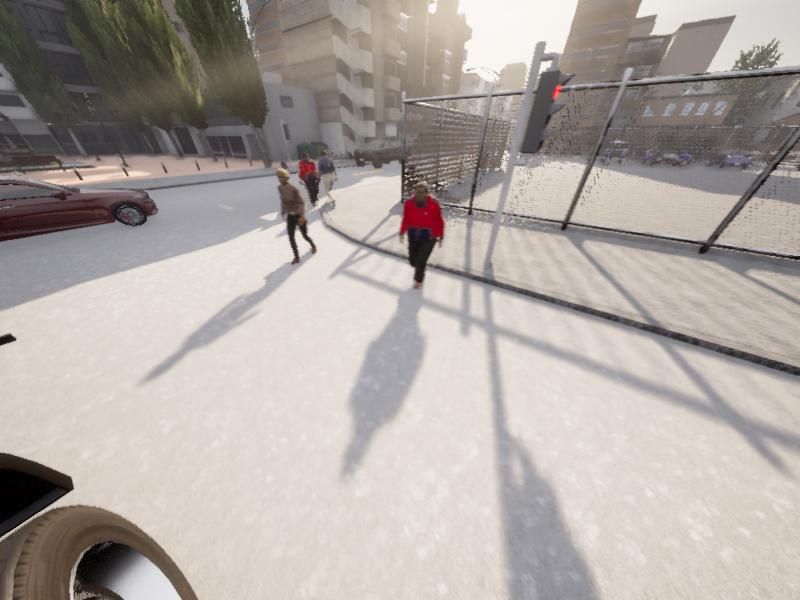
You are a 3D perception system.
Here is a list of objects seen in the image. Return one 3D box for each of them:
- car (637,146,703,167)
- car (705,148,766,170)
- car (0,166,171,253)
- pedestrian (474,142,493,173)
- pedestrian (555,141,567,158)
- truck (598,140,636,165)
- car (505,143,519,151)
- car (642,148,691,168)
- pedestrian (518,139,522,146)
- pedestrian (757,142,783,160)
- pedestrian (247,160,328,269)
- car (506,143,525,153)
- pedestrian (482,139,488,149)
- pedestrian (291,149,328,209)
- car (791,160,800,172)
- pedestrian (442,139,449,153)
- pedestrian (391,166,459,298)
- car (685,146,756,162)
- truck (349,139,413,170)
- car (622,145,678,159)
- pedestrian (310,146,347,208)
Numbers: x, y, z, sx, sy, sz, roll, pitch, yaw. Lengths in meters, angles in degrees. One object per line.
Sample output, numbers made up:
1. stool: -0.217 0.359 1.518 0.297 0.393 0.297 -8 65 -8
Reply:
1. car: 26.178 -14.059 22.609 3.705 1.547 1.789 22 40 27
2. car: 30.181 -12.864 20.966 1.845 1.501 3.633 22 40 27
3. car: -9.531 -2.372 5.939 1.812 1.442 4.674 22 40 27
4. pedestrian: 6.104 -10.473 16.965 0.751 1.860 0.751 24 41 29
5. pedestrian: 21.421 -20.077 30.736 0.751 1.860 0.751 15 38 20
6. truck: 22.900 -15.780 24.606 2.069 2.038 4.478 22 40 27
7. car: 27.120 -37.196 56.076 1.970 1.475 3.806 22 40 27
8. car: 26.080 -14.150 22.863 2.033 1.415 5.357 22 40 27
9. pedestrian: 39.365 -51.685 75.726 0.751 1.860 0.751 17 39 22
10. pedestrian: 46.094 -18.566 28.804 0.751 1.860 0.751 -11 37 -16
11. pedestrian: -2.084 -1.647 4.571 0.751 1.860 0.751 5 35 7
12. car: 22.112 -29.055 44.103 2.033 1.411 5.357 22 40 27
13. pedestrian: 19.842 -36.408 53.885 0.751 1.860 0.751 22 41 28
14. pedestrian: -3.353 -4.524 8.640 0.751 1.860 0.751 -20 40 -26
15. car: 33.890 -10.887 17.899 1.905 1.878 3.866 22 40 27
16. pedestrian: 7.376 -25.051 37.669 0.751 1.860 0.751 18 39 23
17. pedestrian: 0.369 -1.077 3.783 0.751 1.860 0.751 16 38 20
18. car: 40.321 -18.585 29.322 4.892 1.490 1.837 21 40 27
19. truck: -1.482 -13.558 21.306 2.390 2.098 6.274 21 40 27
20. car: 34.833 -20.806 32.411 4.902 1.511 2.128 21 40 26
21. pedestrian: -2.536 -4.414 8.296 0.751 1.860 0.751 -20 40 -27
